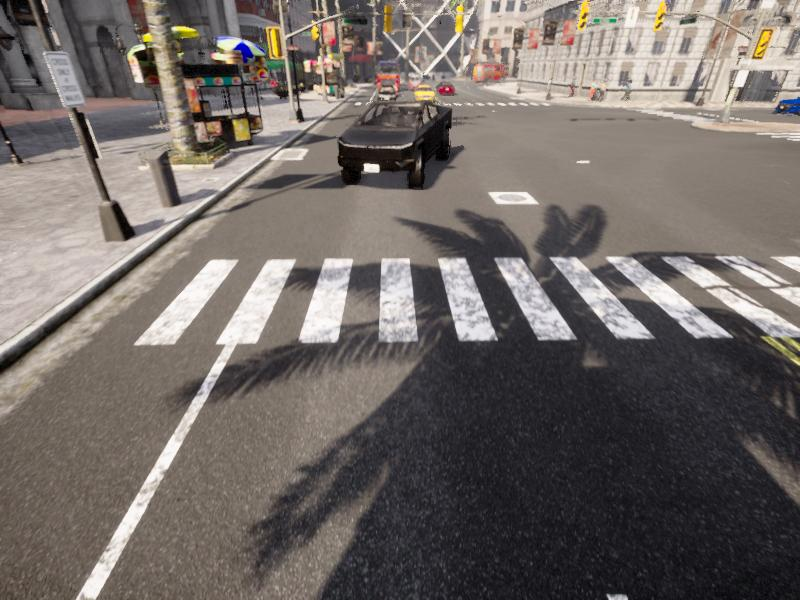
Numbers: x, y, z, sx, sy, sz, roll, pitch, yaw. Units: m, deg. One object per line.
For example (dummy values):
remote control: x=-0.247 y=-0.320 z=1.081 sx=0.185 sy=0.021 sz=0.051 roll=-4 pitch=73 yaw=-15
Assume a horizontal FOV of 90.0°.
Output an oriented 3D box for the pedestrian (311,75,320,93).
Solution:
pedestrian: x=-10.324 y=-26.512 z=49.090 sx=0.751 sy=1.860 sz=0.751 roll=1 pitch=30 yaw=2

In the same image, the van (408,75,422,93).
van: x=2.033 y=-29.604 z=54.666 sx=1.775 sy=1.987 sz=4.442 roll=0 pitch=31 yaw=0

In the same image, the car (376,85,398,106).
car: x=-1.141 y=-18.315 z=35.784 sx=1.789 sy=1.549 sz=3.705 roll=-1 pitch=30 yaw=-1

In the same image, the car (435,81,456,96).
car: x=5.563 y=-26.192 z=49.466 sx=1.994 sy=1.385 sz=4.181 roll=-1 pitch=30 yaw=-1

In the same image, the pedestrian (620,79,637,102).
pedestrian: x=21.494 y=-19.727 z=37.662 sx=0.751 sy=1.860 sz=0.751 roll=6 pitch=31 yaw=10

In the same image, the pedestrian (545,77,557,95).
pedestrian: x=17.542 y=-24.856 z=46.411 sx=0.751 sy=1.860 sz=0.751 roll=-1 pitch=30 yaw=-2

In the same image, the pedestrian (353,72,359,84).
pedestrian: x=-7.978 y=-40.128 z=72.386 sx=0.751 sy=1.860 sz=0.751 roll=8 pitch=31 yaw=13

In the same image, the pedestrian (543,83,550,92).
pedestrian: x=18.624 y=-27.046 z=50.915 sx=0.500 sy=1.100 sz=0.500 roll=-1 pitch=30 yaw=-1

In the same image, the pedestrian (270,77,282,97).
pedestrian: x=-13.241 y=-22.813 z=42.766 sx=0.751 sy=1.860 sz=0.751 roll=4 pitch=31 yaw=7

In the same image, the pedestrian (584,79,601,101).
pedestrian: x=18.252 y=-19.912 z=37.961 sx=0.751 sy=1.860 sz=0.751 roll=-4 pitch=31 yaw=-7

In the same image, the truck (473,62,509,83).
truck: x=19.661 y=-49.239 z=86.521 sx=8.468 sy=3.827 sz=2.891 roll=-25 pitch=39 yaw=-36

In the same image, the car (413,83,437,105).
car: x=2.307 y=-19.683 z=38.106 sx=1.801 sy=1.575 sz=5.366 roll=0 pitch=30 yaw=-1

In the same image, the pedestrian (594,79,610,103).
pedestrian: x=18.534 y=-19.148 z=36.656 sx=0.751 sy=1.860 sz=0.751 roll=5 pitch=31 yaw=9

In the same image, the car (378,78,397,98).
car: x=-1.372 y=-24.081 z=45.398 sx=2.097 sy=1.767 sz=4.553 roll=0 pitch=30 yaw=-1

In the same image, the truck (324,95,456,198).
truck: x=0.090 y=-5.292 z=12.973 sx=2.390 sy=2.098 sz=6.274 roll=8 pitch=31 yaw=14

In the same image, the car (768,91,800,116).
car: x=30.393 y=-14.316 z=29.128 sx=5.008 sy=1.535 sz=1.882 roll=-1 pitch=30 yaw=-2

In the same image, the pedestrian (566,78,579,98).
pedestrian: x=18.099 y=-22.264 z=41.982 sx=0.751 sy=1.860 sz=0.751 roll=0 pitch=30 yaw=0

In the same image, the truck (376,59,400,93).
truck: x=-1.520 y=-31.023 z=55.258 sx=2.891 sy=3.827 sz=8.468 roll=1 pitch=30 yaw=1

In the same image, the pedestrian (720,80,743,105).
pedestrian: x=28.877 y=-18.064 z=34.859 sx=0.751 sy=1.860 sz=0.751 roll=1 pitch=30 yaw=2

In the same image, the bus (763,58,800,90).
bus: x=63.027 y=-34.828 z=61.700 sx=3.944 sy=4.253 sz=10.273 roll=-1 pitch=30 yaw=-1

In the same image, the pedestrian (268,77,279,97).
pedestrian: x=-13.285 y=-22.428 z=42.108 sx=0.751 sy=1.860 sz=0.751 roll=-2 pitch=30 yaw=-5
